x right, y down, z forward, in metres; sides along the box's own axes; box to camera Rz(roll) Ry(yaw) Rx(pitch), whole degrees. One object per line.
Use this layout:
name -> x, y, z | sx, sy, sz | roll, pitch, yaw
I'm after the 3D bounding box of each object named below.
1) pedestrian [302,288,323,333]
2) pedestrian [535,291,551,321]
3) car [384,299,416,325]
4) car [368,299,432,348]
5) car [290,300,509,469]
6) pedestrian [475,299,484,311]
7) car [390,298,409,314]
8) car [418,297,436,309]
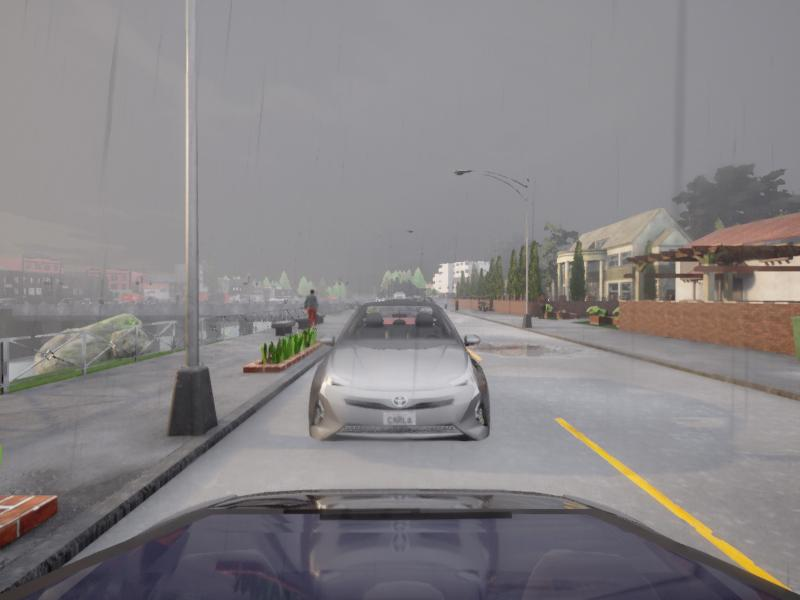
pedestrian -> -3.715, 0.422, 17.038 | 0.751, 1.860, 0.751 | 0, 0, -1
pedestrian -> 9.166, 0.379, 25.701 | 0.751, 1.860, 0.751 | 0, 0, -2
car -> -0.019, 0.702, 24.968 | 1.816, 1.474, 4.193 | 0, 0, 0
car -> -0.013, 0.730, 14.827 | 2.007, 1.525, 4.514 | 0, 0, 0
car -> -0.006, 0.778, 5.929 | 2.007, 1.525, 4.514 | 0, 0, 0
pedestrian -> 8.724, 0.560, 43.908 | 0.751, 1.300, 0.751 | 0, 0, -23
car -> -0.033, 0.583, 41.083 | 1.882, 1.535, 5.008 | 0, 0, 0
car -> 3.953, 0.417, 59.171 | 2.242, 1.667, 4.611 | 0, 0, 0
